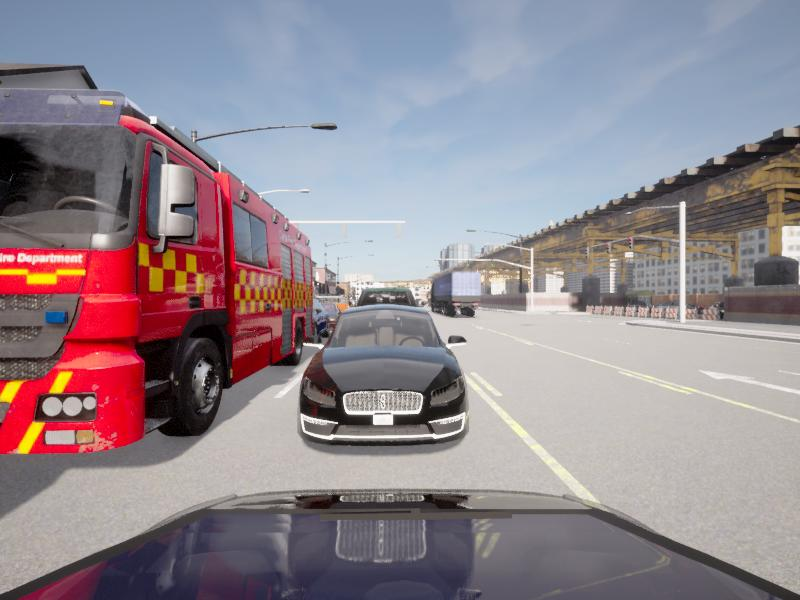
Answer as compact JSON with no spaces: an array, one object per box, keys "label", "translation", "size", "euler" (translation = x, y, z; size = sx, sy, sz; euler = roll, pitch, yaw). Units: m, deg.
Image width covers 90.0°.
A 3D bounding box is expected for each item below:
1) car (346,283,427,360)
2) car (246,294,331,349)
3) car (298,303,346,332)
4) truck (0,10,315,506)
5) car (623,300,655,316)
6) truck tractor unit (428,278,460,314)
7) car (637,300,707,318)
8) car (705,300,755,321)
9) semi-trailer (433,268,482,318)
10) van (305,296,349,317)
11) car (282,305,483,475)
[{"label":"car","translation":[-0.444,0.568,13.466],"size":[2.150,2.045,5.566],"euler":[0,0,-2]},{"label":"car","translation":[-3.999,0.694,15.235],"size":[2.097,1.767,4.553],"euler":[0,0,-2]},{"label":"car","translation":[-4.248,0.897,22.560],"size":[2.033,1.411,5.357],"euler":[0,0,-4]},{"label":"truck","translation":[-3.763,-0.320,7.296],"size":[2.891,3.827,8.468],"euler":[0,0,-2]},{"label":"car","translation":[25.138,0.796,41.974],"size":[2.038,1.542,4.974],"euler":[0,0,42]},{"label":"truck tractor unit","translation":[5.439,-0.524,50.391],"size":[3.053,4.208,6.516],"euler":[0,0,-2]},{"label":"car","translation":[25.288,0.796,37.368],"size":[2.038,1.542,4.974],"euler":[0,0,-38]},{"label":"car","translation":[26.240,0.796,32.028],"size":[2.038,1.542,4.974],"euler":[0,0,27]},{"label":"semi-trailer","translation":[5.684,-0.619,42.480],"size":[2.717,4.402,14.254],"euler":[0,0,-2]},{"label":"van","translation":[-7.210,0.607,39.762],"size":[1.775,1.987,4.442],"euler":[1,0,31]},{"label":"car","translation":[-0.220,0.845,6.104],"size":[1.837,1.490,4.892],"euler":[0,0,-2]}]
